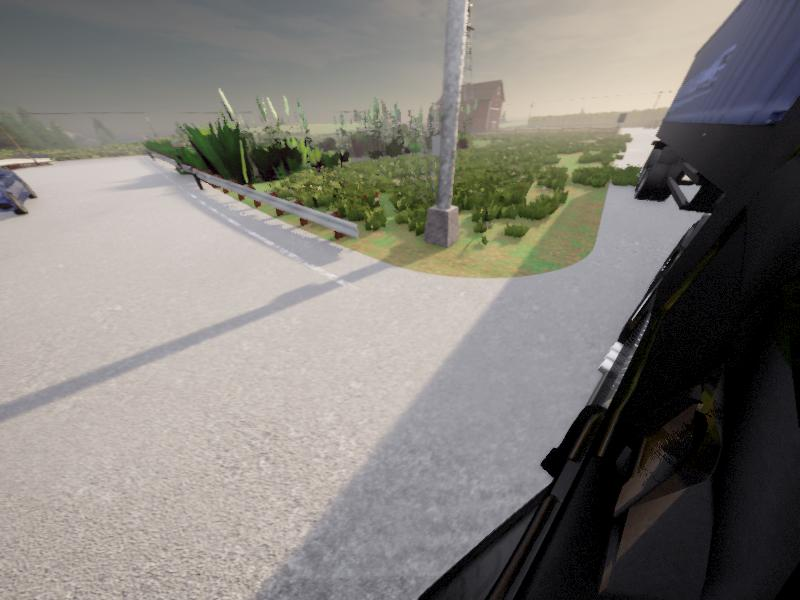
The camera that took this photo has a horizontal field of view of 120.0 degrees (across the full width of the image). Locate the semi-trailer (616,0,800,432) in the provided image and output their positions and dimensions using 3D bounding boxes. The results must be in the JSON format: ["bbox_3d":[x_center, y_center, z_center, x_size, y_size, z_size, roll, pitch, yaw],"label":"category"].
[{"bbox_3d":[7.871,-4.052,4.916,2.717,4.402,14.254,24,44,31],"label":"semi-trailer"}]

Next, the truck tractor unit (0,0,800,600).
[{"bbox_3d":[2.645,-0.295,0.352,6.516,4.208,3.053,-28,44,-30],"label":"truck tractor unit"}]

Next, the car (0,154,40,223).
[{"bbox_3d":[-14.270,-3.713,7.650,4.674,1.442,1.812,30,47,32],"label":"car"}]

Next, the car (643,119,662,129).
[{"bbox_3d":[57.629,-40.121,52.757,2.242,1.667,4.611,23,44,30],"label":"car"}]
